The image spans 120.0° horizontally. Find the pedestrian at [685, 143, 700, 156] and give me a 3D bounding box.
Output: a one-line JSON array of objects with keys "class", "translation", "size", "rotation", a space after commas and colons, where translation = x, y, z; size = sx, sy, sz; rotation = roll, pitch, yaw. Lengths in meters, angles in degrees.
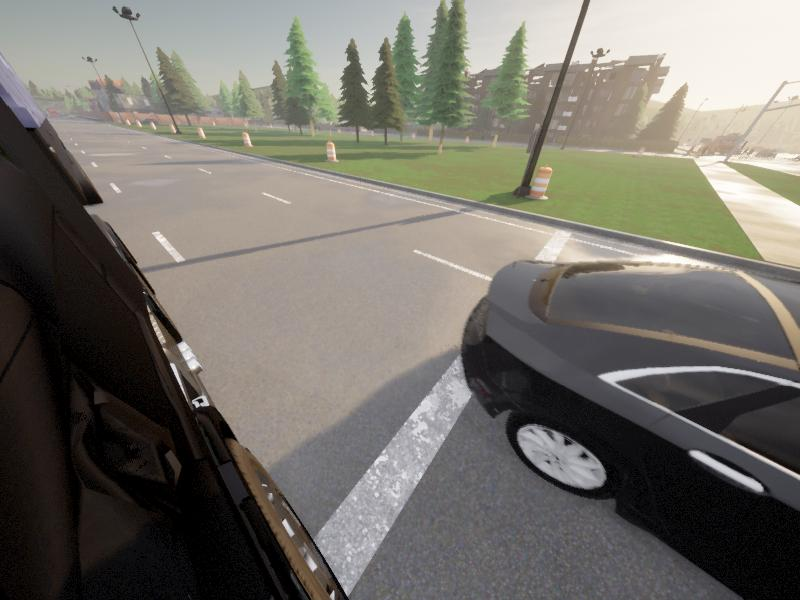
[{"class": "pedestrian", "translation": [51.489, -26.495, 40.693], "size": [0.751, 1.860, 0.751], "rotation": [29, 44, 31]}]

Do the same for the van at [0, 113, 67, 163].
[{"class": "van", "translation": [-20.774, -9.080, 12.807], "size": [4.442, 1.987, 1.775], "rotation": [28, 44, 30]}]

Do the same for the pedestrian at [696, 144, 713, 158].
[{"class": "pedestrian", "translation": [49.229, -24.098, 37.346], "size": [0.751, 1.860, 0.751], "rotation": [27, 43, 28]}]

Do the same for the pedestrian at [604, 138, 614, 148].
[{"class": "pedestrian", "translation": [46.823, -35.186, 51.757], "size": [0.751, 1.860, 0.751], "rotation": [30, 44, 31]}]

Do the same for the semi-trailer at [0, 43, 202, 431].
[{"class": "semi-trailer", "translation": [-8.690, -3.612, 4.232], "size": [14.254, 4.402, 2.717], "rotation": [28, 44, 30]}]

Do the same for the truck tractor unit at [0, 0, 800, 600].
[{"class": "truck tractor unit", "translation": [-2.645, -0.295, 0.351], "size": [6.516, 4.208, 3.053], "rotation": [28, 44, 30]}]

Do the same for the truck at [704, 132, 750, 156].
[{"class": "truck", "translation": [70.145, -33.672, 49.859], "size": [2.891, 3.827, 8.468], "rotation": [28, 44, 30]}]

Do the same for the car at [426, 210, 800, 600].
[{"class": "car", "translation": [2.755, 0.964, 1.282], "size": [4.892, 1.490, 1.837], "rotation": [28, 44, 30]}]

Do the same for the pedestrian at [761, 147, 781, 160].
[{"class": "pedestrian", "translation": [64.673, -25.572, 40.291], "size": [0.751, 1.860, 0.751], "rotation": [24, 42, 26]}]

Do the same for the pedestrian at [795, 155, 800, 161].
[{"class": "pedestrian", "translation": [72.522, -26.070, 41.399], "size": [0.751, 1.860, 0.751], "rotation": [29, 44, 30]}]

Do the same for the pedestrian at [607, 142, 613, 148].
[{"class": "pedestrian", "translation": [47.403, -35.020, 52.206], "size": [0.500, 1.100, 0.500], "rotation": [28, 44, 30]}]

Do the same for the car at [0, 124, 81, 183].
[{"class": "car", "translation": [-16.031, -6.391, 9.827], "size": [5.027, 1.651, 2.152], "rotation": [28, 44, 30]}]

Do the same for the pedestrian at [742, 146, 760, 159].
[{"class": "pedestrian", "translation": [62.695, -26.420, 41.299], "size": [0.751, 1.860, 0.751], "rotation": [25, 42, 27]}]
